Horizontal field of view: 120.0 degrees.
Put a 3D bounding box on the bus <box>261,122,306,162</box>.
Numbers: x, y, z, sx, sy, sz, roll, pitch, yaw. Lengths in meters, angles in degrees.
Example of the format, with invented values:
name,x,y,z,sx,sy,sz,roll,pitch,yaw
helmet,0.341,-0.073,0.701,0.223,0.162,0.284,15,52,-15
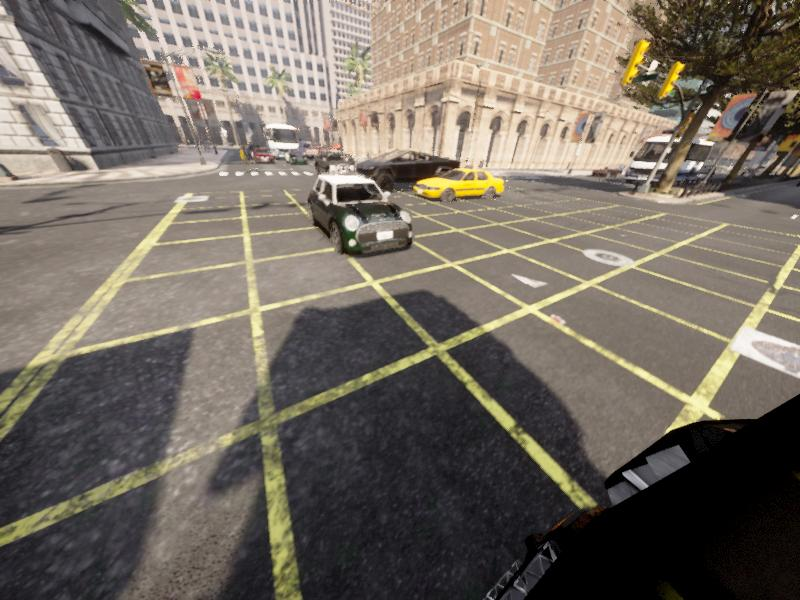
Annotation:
name,x,y,z,sx,sy,sz,roll,pitch,yaw
bus,-17.582,-23.558,34.571,3.944,4.253,10.273,-16,38,-26

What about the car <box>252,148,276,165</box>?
name,x,y,z,sx,sy,sz,roll,pitch,yaw
car,-16.153,-16.991,27.263,1.812,1.442,4.674,-16,38,-26

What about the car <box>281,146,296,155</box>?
name,x,y,z,sx,sy,sz,roll,pitch,yaw
car,-24.488,-32.880,50.803,2.033,1.411,5.357,-16,38,-26

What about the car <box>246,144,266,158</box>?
name,x,y,z,sx,sy,sz,roll,pitch,yaw
car,-23.108,-23.931,37.067,2.242,1.667,4.611,-16,38,-26

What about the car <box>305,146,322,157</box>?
name,x,y,z,sx,sy,sz,roll,pitch,yaw
car,-17.559,-30.073,46.700,2.097,1.767,4.553,-16,38,-26

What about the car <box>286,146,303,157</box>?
name,x,y,z,sx,sy,sz,roll,pitch,yaw
car,-20.725,-29.236,45.346,2.152,1.651,5.027,-15,38,-26

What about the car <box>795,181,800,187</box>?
name,x,y,z,sx,sy,sz,roll,pitch,yaw
car,57.695,-16.583,32.190,3.806,1.475,1.970,-16,38,-26

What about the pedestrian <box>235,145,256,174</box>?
name,x,y,z,sx,sy,sz,roll,pitch,yaw
pedestrian,-11.899,-10.824,17.797,0.751,1.860,0.751,-21,40,-32

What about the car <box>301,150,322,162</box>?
name,x,y,z,sx,sy,sz,roll,pitch,yaw
car,-13.554,-22.019,35.227,1.895,1.301,4.718,-16,38,-26

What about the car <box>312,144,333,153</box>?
name,x,y,z,sx,sy,sz,roll,pitch,yaw
car,-24.360,-47.845,72.948,5.566,2.045,2.150,-25,42,-35

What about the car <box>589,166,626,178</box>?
name,x,y,z,sx,sy,sz,roll,pitch,yaw
car,28.385,-17.552,31.603,4.718,1.301,1.895,-16,38,-26

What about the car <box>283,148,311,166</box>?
name,x,y,z,sx,sy,sz,roll,pitch,yaw
car,-12.597,-17.368,28.024,2.038,1.542,4.974,-16,38,-26

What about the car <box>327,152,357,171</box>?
name,x,y,z,sx,sy,sz,roll,pitch,yaw
car,-6.261,-14.946,24.875,1.816,1.474,4.193,-16,38,-26

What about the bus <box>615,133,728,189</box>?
name,x,y,z,sx,sy,sz,roll,pitch,yaw
bus,28.129,-14.321,23.999,10.273,4.253,3.944,-16,38,-26

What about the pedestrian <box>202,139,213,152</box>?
name,x,y,z,sx,sy,sz,roll,pitch,yaw
pedestrian,-33.620,-26.959,40.377,0.751,1.860,0.751,-15,37,-25

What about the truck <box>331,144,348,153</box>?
name,x,y,z,sx,sy,sz,roll,pitch,yaw
truck,-21.256,-53.572,81.482,5.204,2.467,2.627,-16,38,-26

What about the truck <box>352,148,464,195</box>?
name,x,y,z,sx,sy,sz,roll,pitch,yaw
truck,0.542,-7.889,14.107,6.274,2.098,2.390,-16,38,-26

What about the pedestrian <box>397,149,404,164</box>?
name,x,y,z,sx,sy,sz,roll,pitch,yaw
pedestrian,0.058,-21.738,34.993,0.751,1.860,0.751,-16,38,-26

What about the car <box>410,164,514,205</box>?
name,x,y,z,sx,sy,sz,roll,pitch,yaw
car,3.306,-6.236,12.278,5.366,1.575,1.801,-16,38,-26

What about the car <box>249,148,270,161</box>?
name,x,y,z,sx,sy,sz,roll,pitch,yaw
car,-19.617,-20.298,32.157,1.895,1.301,4.718,-16,38,-26

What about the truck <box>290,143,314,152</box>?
name,x,y,z,sx,sy,sz,roll,pitch,yaw
truck,-30.875,-48.248,73.008,6.274,2.098,2.390,-26,43,-36

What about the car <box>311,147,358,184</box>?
name,x,y,z,sx,sy,sz,roll,pitch,yaw
car,-4.943,-10.088,17.218,1.932,1.855,4.605,-16,39,-26

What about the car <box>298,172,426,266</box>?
name,x,y,z,sx,sy,sz,roll,pitch,yaw
car,-1.267,-2.534,6.406,1.970,1.475,3.806,-16,38,-26

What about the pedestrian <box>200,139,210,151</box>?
name,x,y,z,sx,sy,sz,roll,pitch,yaw
pedestrian,-36.321,-28.807,42.979,0.751,1.860,0.751,-9,35,-18

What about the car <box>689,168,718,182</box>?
name,x,y,z,sx,sy,sz,roll,pitch,yaw
car,43.908,-18.106,33.412,3.633,1.501,1.845,-21,40,-31

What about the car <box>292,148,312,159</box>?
name,x,y,z,sx,sy,sz,roll,pitch,yaw
car,-17.109,-25.587,40.286,2.033,1.411,5.357,-16,38,-26

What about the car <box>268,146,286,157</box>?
name,x,y,z,sx,sy,sz,roll,pitch,yaw
car,-22.195,-26.825,41.661,2.007,1.525,4.514,-16,38,-26

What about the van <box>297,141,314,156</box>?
name,x,y,z,sx,sy,sz,roll,pitch,yaw
van,-21.143,-33.926,51.602,1.988,2.561,5.915,-16,38,-26
